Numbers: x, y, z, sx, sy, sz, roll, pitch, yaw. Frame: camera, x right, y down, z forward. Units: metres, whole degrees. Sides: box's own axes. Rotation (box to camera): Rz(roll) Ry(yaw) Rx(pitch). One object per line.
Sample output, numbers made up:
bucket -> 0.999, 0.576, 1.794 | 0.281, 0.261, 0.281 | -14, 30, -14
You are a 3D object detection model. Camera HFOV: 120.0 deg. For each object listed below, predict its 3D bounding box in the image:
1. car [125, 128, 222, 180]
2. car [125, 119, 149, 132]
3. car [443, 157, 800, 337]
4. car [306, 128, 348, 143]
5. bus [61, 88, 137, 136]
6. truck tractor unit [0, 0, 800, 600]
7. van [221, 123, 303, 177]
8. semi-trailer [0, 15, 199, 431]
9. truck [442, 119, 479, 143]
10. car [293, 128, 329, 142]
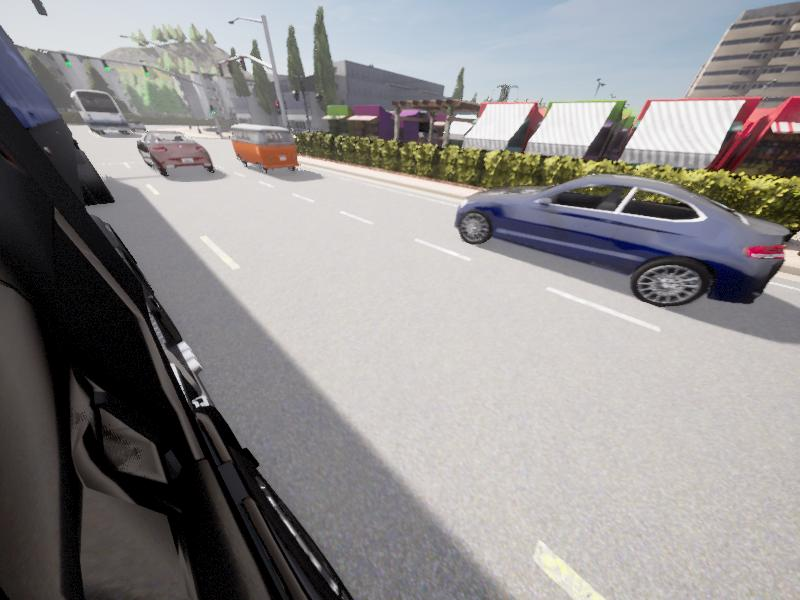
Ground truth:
car -> -11.243, -7.363, 11.422 | 5.027, 1.651, 2.152 | 30, 44, 31
car -> -42.256, -28.035, 37.099 | 1.851, 1.617, 3.988 | -29, 47, -35
car -> 3.717, -1.652, 4.735 | 5.027, 1.651, 2.152 | 30, 44, 31
car -> -10.299, -23.470, 33.046 | 1.801, 1.575, 5.366 | 31, 45, 33
bus -> -39.476, -24.443, 30.267 | 10.273, 4.253, 3.944 | 29, 44, 30
truck tractor unit -> -2.645, -0.295, 0.352 | 6.516, 4.208, 3.053 | 28, 44, 30
van -> -7.386, -8.133, 12.391 | 4.442, 1.987, 1.775 | 30, 44, 31
semi-trailer -> -8.569, -3.691, 4.349 | 14.254, 4.402, 2.717 | 30, 44, 31
truck -> 12.721, -35.135, 48.218 | 2.891, 3.827, 8.468 | 30, 44, 32
car -> -13.241, -24.703, 34.552 | 2.007, 1.525, 4.514 | 31, 45, 33
